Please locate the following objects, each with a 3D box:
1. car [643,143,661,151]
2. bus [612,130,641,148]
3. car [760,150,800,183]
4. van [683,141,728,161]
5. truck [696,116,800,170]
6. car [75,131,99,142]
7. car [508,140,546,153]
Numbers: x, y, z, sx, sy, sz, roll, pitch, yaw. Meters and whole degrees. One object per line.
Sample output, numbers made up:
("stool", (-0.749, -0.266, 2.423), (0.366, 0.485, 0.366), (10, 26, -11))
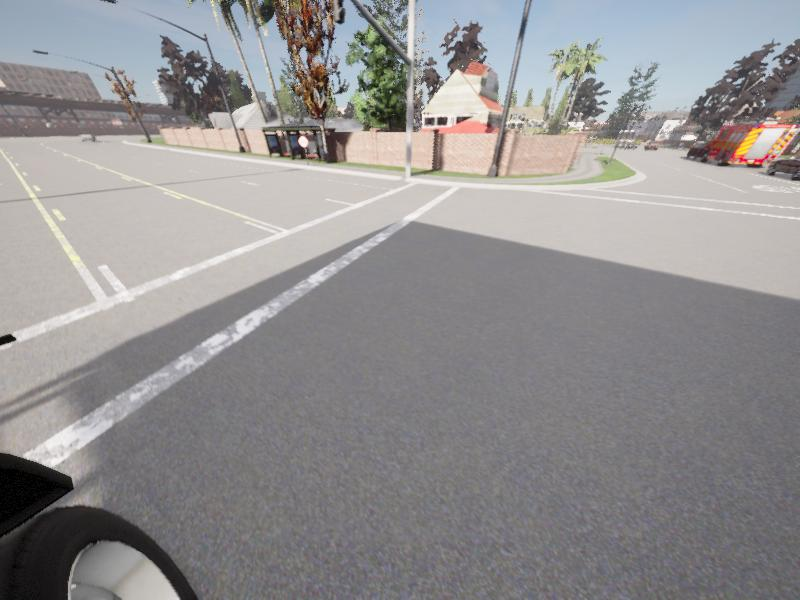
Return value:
("car", (58.905, -35.889, 54.149), (1.895, 1.301, 4.718), (21, 40, 27))
("bus", (67.832, -48.434, 69.441), (3.944, 4.253, 10.273), (21, 40, 27))
("car", (28.107, -9.124, 15.681), (2.152, 1.651, 5.027), (21, 40, 27))
("van", (39.644, -19.504, 30.173), (1.775, 1.987, 4.442), (19, 39, 25))
("truck", (34.872, -15.932, 23.477), (2.891, 3.827, 8.468), (21, 40, 27))
("car", (-58.555, -30.636, 43.312), (1.845, 1.501, 3.633), (-26, 44, -32))
("car", (20.864, -25.378, 38.165), (5.027, 1.636, 2.152), (21, 40, 27))
